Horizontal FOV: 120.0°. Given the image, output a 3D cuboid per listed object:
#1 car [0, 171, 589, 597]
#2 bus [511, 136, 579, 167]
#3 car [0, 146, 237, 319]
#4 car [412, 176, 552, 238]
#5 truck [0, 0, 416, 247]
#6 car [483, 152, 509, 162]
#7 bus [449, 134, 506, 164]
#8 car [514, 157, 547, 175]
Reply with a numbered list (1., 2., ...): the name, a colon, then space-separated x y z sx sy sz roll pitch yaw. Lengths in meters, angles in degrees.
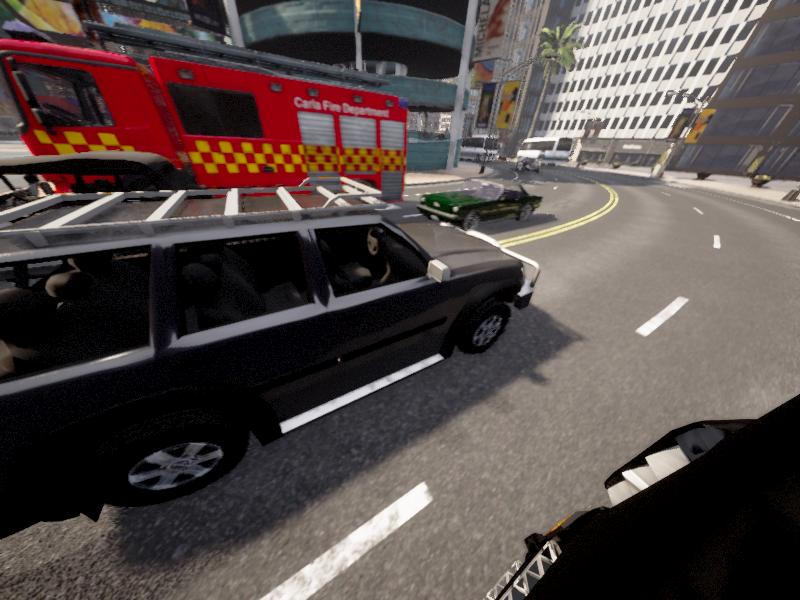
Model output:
1. car: -0.709 -0.173 2.406 4.605 1.855 1.932 -16 38 -26
2. bus: 25.711 -26.993 42.118 3.944 4.253 10.273 -4 33 -10
3. car: -5.127 -1.198 3.567 3.866 1.878 1.905 -16 39 -26
4. car: 2.916 -3.439 8.058 4.718 1.301 1.895 -19 40 -29
5. truck: -3.985 -4.569 6.926 8.468 3.827 2.891 -17 39 -27
6. car: 21.589 -32.382 52.232 2.038 1.542 4.974 -15 38 -24
7. bus: 14.232 -28.862 44.000 3.944 4.253 10.273 -12 37 -21
8. car: 15.578 -16.283 27.895 2.038 1.542 4.974 9 34 8
